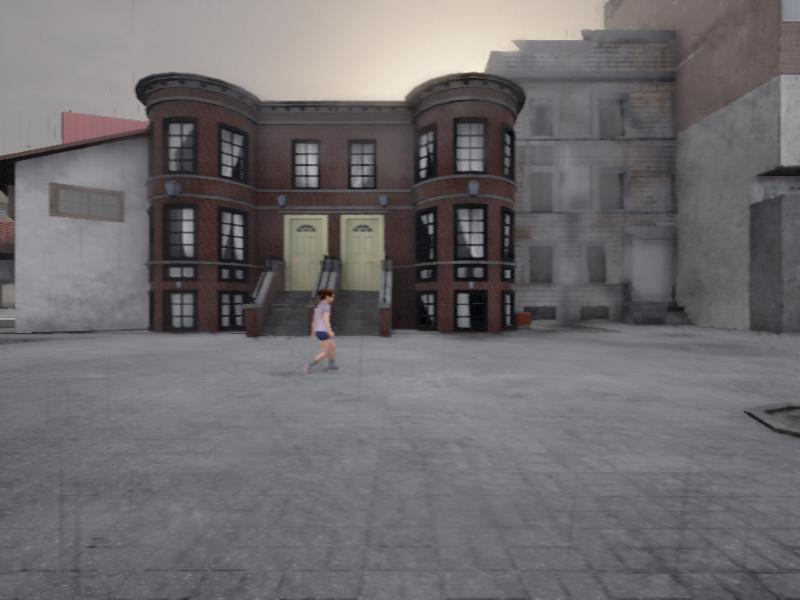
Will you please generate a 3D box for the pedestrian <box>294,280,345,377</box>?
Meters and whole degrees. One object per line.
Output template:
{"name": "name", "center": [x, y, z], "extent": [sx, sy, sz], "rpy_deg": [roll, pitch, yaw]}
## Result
{"name": "pedestrian", "center": [-0.992, 0.328, 4.893], "extent": [0.500, 1.100, 0.500], "rpy_deg": [0, 0, -28]}
